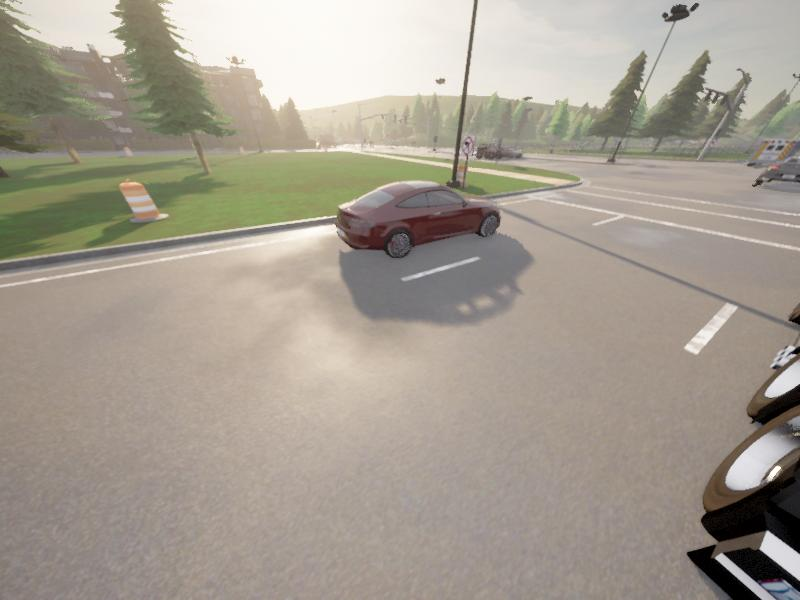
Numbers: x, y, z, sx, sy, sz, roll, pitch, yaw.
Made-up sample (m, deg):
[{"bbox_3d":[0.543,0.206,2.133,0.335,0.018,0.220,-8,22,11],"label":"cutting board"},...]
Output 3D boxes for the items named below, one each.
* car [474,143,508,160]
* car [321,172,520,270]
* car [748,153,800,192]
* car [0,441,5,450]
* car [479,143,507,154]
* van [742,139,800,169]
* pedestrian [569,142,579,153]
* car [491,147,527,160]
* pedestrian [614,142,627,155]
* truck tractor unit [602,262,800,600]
[{"bbox_3d":[12.563,-20.830,32.335,1.905,1.878,3.866,-18,39,-24],"label":"car"},{"bbox_3d":[0.647,-2.338,6.094,4.674,1.442,1.812,-18,39,-24],"label":"car"},{"bbox_3d":[23.765,-7.682,13.784,5.027,1.651,2.152,-18,39,-24],"label":"car"},{"bbox_3d":[-4.905,1.827,0.138,4.181,1.385,1.994,-18,39,-24],"label":"car"},{"bbox_3d":[19.135,-31.473,47.879,1.930,1.638,5.238,-18,39,-24],"label":"car"},{"bbox_3d":[40.481,-15.805,24.867,6.366,2.431,2.351,-18,39,-24],"label":"van"},{"bbox_3d":[34.409,-30.177,45.634,0.751,1.860,0.751,-15,38,-21],"label":"pedestrian"},{"bbox_3d":[15.786,-21.413,33.652,1.994,1.385,4.181,-18,39,-24],"label":"car"},{"bbox_3d":[37.782,-25.972,39.625,0.751,1.860,0.751,-16,38,-22],"label":"pedestrian"},{"bbox_3d":[5.114,-0.295,0.797,6.516,4.208,3.053,-18,39,-24],"label":"truck tractor unit"}]
